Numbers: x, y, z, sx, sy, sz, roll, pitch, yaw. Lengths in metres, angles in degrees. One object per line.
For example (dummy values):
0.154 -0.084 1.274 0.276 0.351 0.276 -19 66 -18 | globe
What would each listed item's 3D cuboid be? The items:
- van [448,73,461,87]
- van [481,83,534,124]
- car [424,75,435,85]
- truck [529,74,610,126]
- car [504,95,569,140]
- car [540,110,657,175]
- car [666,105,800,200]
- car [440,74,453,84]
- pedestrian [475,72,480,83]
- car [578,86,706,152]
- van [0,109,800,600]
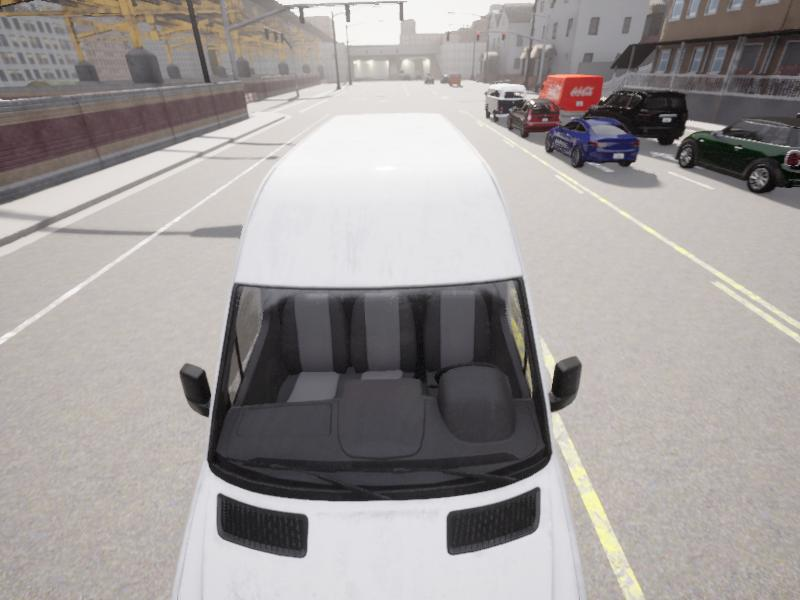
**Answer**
9.709 -39.293 71.335 1.775 1.987 4.442 -1 30 0 | van
6.671 -12.567 25.426 2.069 2.038 4.480 -1 30 0 | van
6.099 -45.747 83.125 2.007 1.525 4.514 -1 30 0 | car
10.052 -12.299 24.395 2.627 2.467 5.204 -1 30 1 | truck
6.730 -9.295 20.225 1.851 1.617 3.988 -1 30 0 | car
6.780 -5.778 14.334 1.812 1.442 4.674 -1 30 0 | car
10.312 -4.427 11.511 2.097 1.767 4.553 -1 30 0 | car
9.598 -45.775 82.935 2.242 1.667 4.611 -1 30 0 | car
15.241 -43.782 78.602 0.751 1.860 0.751 -2 30 -1 | pedestrian
10.225 -8.168 17.700 2.150 2.045 5.566 -1 30 0 | car
-0.118 -0.095 3.758 1.988 2.561 5.915 -1 30 0 | van
